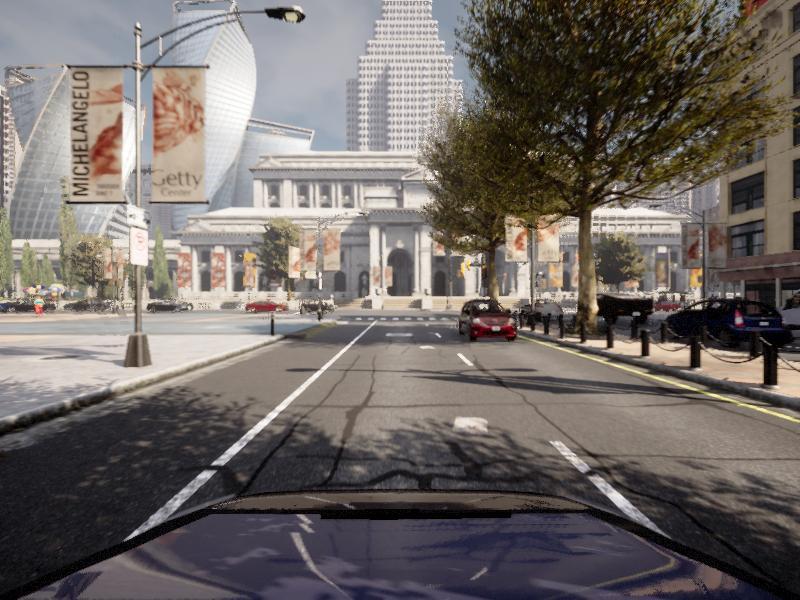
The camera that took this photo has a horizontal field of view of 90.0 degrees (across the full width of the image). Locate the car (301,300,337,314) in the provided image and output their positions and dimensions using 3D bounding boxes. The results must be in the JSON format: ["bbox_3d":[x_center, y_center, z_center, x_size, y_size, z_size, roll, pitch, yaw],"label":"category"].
[{"bbox_3d":[-9.098,0.817,44.951,3.705,1.549,1.789,0,0,0],"label":"car"}]

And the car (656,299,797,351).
[{"bbox_3d":[11.483,0.789,14.503,1.851,1.617,3.988,0,0,0],"label":"car"}]

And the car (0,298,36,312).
[{"bbox_3d":[-51.157,0.659,53.027,3.866,1.878,1.905,0,0,-21],"label":"car"}]

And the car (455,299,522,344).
[{"bbox_3d":[3.477,0.790,16.444,1.851,1.617,3.988,0,0,0],"label":"car"}]

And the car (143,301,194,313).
[{"bbox_3d":[-27.987,0.840,48.499,4.902,1.511,2.128,0,0,0],"label":"car"}]

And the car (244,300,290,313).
[{"bbox_3d":[-16.086,0.827,48.481,5.008,1.535,1.882,0,0,0],"label":"car"}]

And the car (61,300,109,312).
[{"bbox_3d":[-43.012,0.782,54.748,4.856,1.649,2.033,0,0,-8],"label":"car"}]

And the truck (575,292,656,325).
[{"bbox_3d":[14.975,0.544,28.393,2.390,2.098,6.274,0,0,0],"label":"truck"}]

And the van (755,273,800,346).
[{"bbox_3d":[14.984,0.322,12.800,1.988,2.561,5.915,0,0,0],"label":"van"}]

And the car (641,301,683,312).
[{"bbox_3d":[36.219,0.874,55.310,4.674,1.442,1.812,0,0,0],"label":"car"}]

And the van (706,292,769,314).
[{"bbox_3d":[40.669,0.326,48.288,5.915,2.561,1.988,0,0,0],"label":"van"}]

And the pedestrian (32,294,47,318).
[{"bbox_3d":[-29.252,0.488,32.429,0.751,1.860,0.751,0,0,-28],"label":"pedestrian"}]

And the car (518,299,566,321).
[{"bbox_3d":[11.430,0.783,32.654,2.152,1.651,5.027,0,0,0],"label":"car"}]

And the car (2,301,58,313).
[{"bbox_3d":[-46.612,0.849,50.467,4.892,1.490,1.837,0,0,-13],"label":"car"}]
